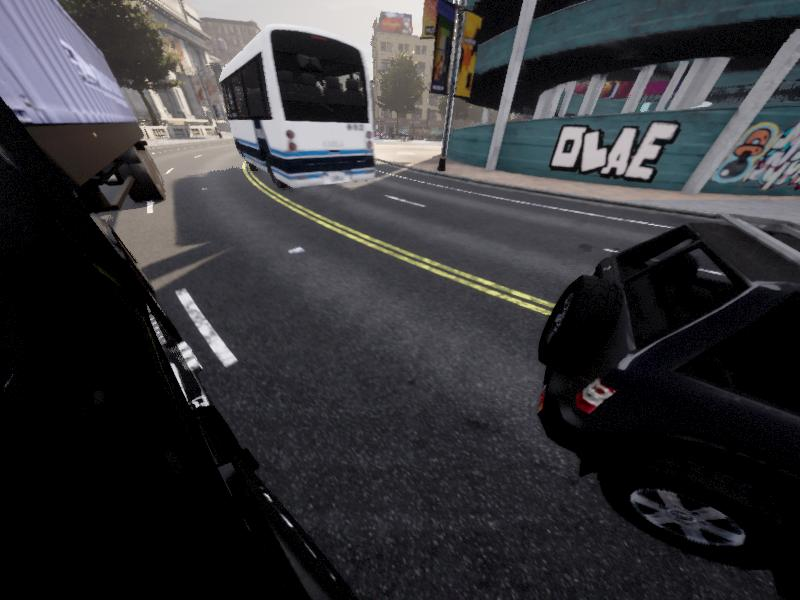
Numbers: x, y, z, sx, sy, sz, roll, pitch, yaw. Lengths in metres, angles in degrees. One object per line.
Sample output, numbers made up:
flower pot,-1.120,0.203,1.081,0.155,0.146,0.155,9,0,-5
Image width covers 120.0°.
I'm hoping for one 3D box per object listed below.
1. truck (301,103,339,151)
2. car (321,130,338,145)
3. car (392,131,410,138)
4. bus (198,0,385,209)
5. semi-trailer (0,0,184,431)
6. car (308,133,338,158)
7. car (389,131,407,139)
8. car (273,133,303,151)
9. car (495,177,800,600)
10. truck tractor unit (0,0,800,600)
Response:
truck,-8.912,-19.930,26.802,2.891,3.827,8.468,-5,37,-10
car,-10.493,-24.514,34.775,1.801,1.575,5.366,-4,37,-9
car,0.271,-48.259,67.500,4.892,1.490,1.837,-4,37,-8
bus,-5.252,-7.822,10.332,3.944,4.253,10.273,-24,44,-30
semi-trailer,-7.894,-4.033,4.909,2.717,4.402,14.254,-25,45,-31
car,-7.010,-13.930,20.748,2.038,1.542,4.974,-10,38,-16
car,-0.553,-46.080,64.501,4.902,1.511,2.128,-4,37,-9
car,-11.800,-16.887,24.652,1.895,1.301,4.718,-6,37,-11
car,3.300,0.871,1.103,4.605,1.855,1.932,23,42,25
truck tractor unit,-2.645,-0.295,0.351,6.516,4.208,3.053,28,44,30
